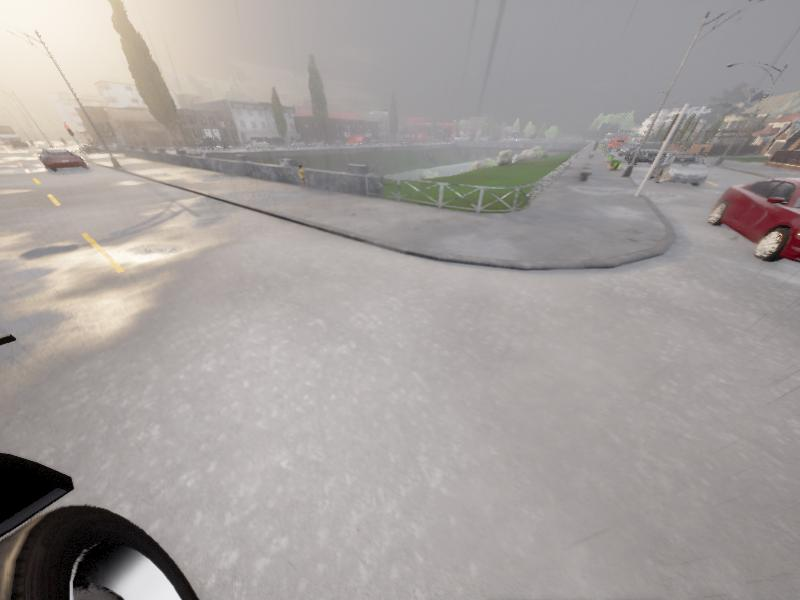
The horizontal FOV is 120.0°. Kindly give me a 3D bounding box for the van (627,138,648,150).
[{"bbox_3d":[60.734,-40.106,59.212,2.351,2.431,6.366,22,41,28],"label":"van"}]

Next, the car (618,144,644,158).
[{"bbox_3d":[35.354,-22.972,35.473,2.038,1.542,4.974,22,41,28],"label":"car"}]

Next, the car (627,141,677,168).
[{"bbox_3d":[24.955,-14.663,23.155,2.150,2.045,5.566,22,40,28],"label":"car"}]

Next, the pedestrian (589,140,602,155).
[{"bbox_3d":[30.582,-23.874,36.197,0.751,1.860,0.751,11,37,14],"label":"pedestrian"}]

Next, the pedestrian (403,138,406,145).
[{"bbox_3d":[1.369,-49.091,71.654,0.751,1.860,0.751,20,40,26],"label":"pedestrian"}]

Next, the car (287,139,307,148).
[{"bbox_3d":[-25.656,-39.042,57.592,1.851,1.617,3.988,22,41,28],"label":"car"}]

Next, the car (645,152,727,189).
[{"bbox_3d":[17.199,-8.100,14.226,2.007,1.525,4.514,22,41,28],"label":"car"}]

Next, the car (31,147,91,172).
[{"bbox_3d":[-27.174,-11.328,18.511,4.181,1.385,1.994,22,41,28],"label":"car"}]

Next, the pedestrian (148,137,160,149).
[{"bbox_3d":[-45.559,-29.050,42.783,0.751,1.860,0.751,24,42,30],"label":"pedestrian"}]

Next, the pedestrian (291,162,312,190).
[{"bbox_3d":[-4.700,-5.937,11.082,0.500,1.100,0.500,22,41,28],"label":"pedestrian"}]

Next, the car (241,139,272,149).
[{"bbox_3d":[-31.456,-34.285,50.783,2.152,1.651,5.027,22,41,28],"label":"car"}]

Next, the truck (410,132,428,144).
[{"bbox_3d":[7.576,-63.155,90.153,2.891,3.827,8.468,22,41,28],"label":"truck"}]

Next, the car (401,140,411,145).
[{"bbox_3d":[2.145,-57.756,84.486,1.816,1.474,4.193,22,41,28],"label":"car"}]

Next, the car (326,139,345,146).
[{"bbox_3d":[-18.374,-45.022,66.107,1.930,1.638,5.238,22,41,28],"label":"car"}]

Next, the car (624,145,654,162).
[{"bbox_3d":[29.773,-18.433,28.921,1.851,1.617,3.988,22,41,28],"label":"car"}]

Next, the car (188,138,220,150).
[{"bbox_3d":[-37.240,-29.656,43.933,1.905,1.878,3.866,22,41,28],"label":"car"}]

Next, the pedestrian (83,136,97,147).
[{"bbox_3d":[-65.203,-33.269,48.595,0.751,1.860,0.751,11,37,15],"label":"pedestrian"}]

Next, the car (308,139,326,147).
[{"bbox_3d":[-22.185,-41.886,61.657,1.851,1.617,3.988,22,41,28],"label":"car"}]

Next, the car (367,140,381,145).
[{"bbox_3d":[-8.567,-53.005,77.634,1.837,1.490,4.892,22,41,28],"label":"car"}]

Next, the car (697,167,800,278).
[{"bbox_3d":[9.892,-2.062,5.589,1.882,1.535,5.008,21,40,27],"label":"car"}]

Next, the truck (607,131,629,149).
[{"bbox_3d":[61.416,-45.260,65.312,2.891,3.827,8.468,22,41,28],"label":"truck"}]

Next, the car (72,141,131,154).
[{"bbox_3d":[-44.841,-23.062,34.828,2.038,1.542,4.974,20,39,25],"label":"car"}]

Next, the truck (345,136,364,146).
[{"bbox_3d":[-13.960,-48.977,71.034,2.627,2.467,5.204,22,41,28],"label":"truck"}]

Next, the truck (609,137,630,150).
[{"bbox_3d":[52.821,-37.663,55.642,2.627,2.467,5.204,22,41,28],"label":"truck"}]
